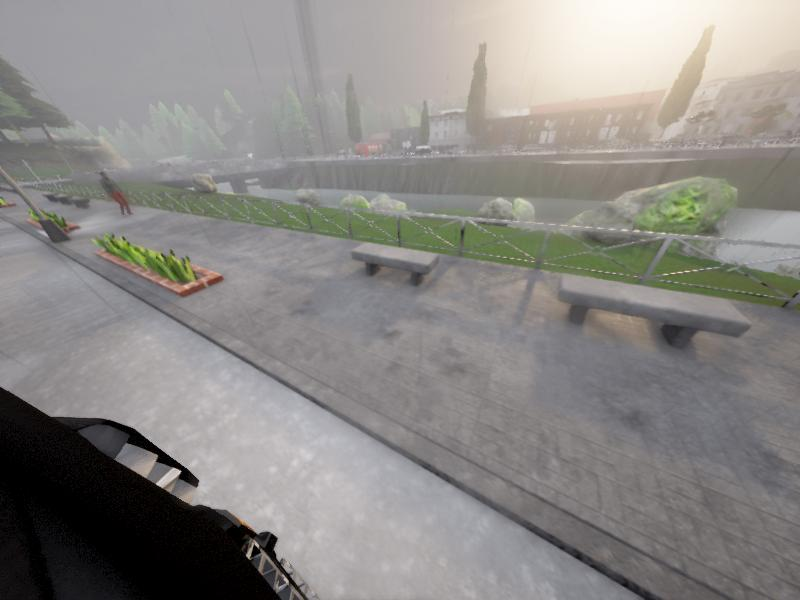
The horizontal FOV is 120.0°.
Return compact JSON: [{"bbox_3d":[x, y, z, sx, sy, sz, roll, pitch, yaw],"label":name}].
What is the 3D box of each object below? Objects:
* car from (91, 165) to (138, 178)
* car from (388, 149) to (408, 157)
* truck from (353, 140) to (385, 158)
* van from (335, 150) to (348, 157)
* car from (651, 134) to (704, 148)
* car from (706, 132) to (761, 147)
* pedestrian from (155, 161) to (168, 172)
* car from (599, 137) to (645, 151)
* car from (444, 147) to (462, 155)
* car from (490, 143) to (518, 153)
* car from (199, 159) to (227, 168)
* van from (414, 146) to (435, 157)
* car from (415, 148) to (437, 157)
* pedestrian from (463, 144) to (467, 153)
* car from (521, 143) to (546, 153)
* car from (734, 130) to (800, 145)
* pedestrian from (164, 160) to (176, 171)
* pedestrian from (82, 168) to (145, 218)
[{"bbox_3d":[-52.708,-23.835,42.727,2.038,1.542,4.974,15,38,25],"label":"car"},{"bbox_3d":[-0.479,-39.745,62.365,4.856,1.649,2.033,15,38,25],"label":"car"},{"bbox_3d":[-8.826,-42.888,65.790,8.468,3.827,2.891,15,38,25],"label":"truck"},{"bbox_3d":[-23.463,-58.951,92.814,2.069,2.038,4.480,15,38,25],"label":"van"},{"bbox_3d":[46.945,-26.974,39.262,5.238,1.638,1.930,16,38,26],"label":"car"},{"bbox_3d":[49.418,-23.818,34.339,3.988,1.617,1.851,15,38,25],"label":"car"},{"bbox_3d":[-45.796,-25.628,44.387,0.751,1.860,0.751,4,34,10],"label":"pedestrian"},{"bbox_3d":[38.108,-26.873,39.832,5.238,1.638,1.930,15,38,26],"label":"car"},{"bbox_3d":[12.747,-36.118,55.977,3.806,1.475,1.970,15,38,25],"label":"car"},{"bbox_3d":[22.852,-33.472,51.017,5.238,1.638,1.930,15,38,25],"label":"car"},{"bbox_3d":[-46.971,-34.335,58.119,2.242,1.667,4.611,15,38,25],"label":"car"},{"bbox_3d":[5.845,-35.681,55.370,4.480,2.038,2.069,15,38,25],"label":"van"},{"bbox_3d":[6.650,-37.704,58.987,5.027,1.651,2.152,15,38,25],"label":"car"},{"bbox_3d":[17.248,-40.038,60.958,0.751,1.860,0.751,11,36,20],"label":"pedestrian"},{"bbox_3d":[26.357,-29.971,45.608,3.806,1.475,1.970,15,38,26],"label":"car"},{"bbox_3d":[55.592,-24.649,35.068,4.856,1.649,2.033,16,38,25],"label":"car"},{"bbox_3d":[-46.152,-26.951,46.408,0.751,1.860,0.751,16,38,26],"label":"pedestrian"},{"bbox_3d":[-12.454,-4.686,10.126,0.751,1.860,0.751,9,35,17],"label":"pedestrian"}]
